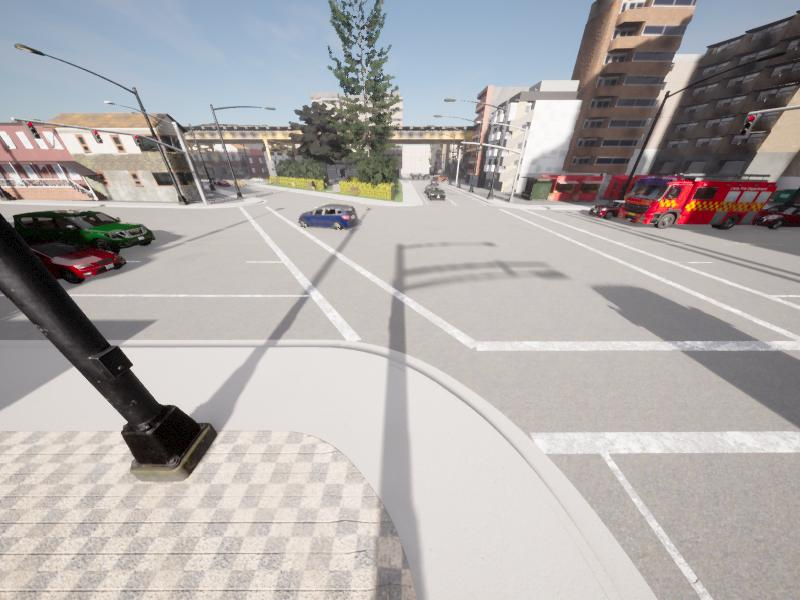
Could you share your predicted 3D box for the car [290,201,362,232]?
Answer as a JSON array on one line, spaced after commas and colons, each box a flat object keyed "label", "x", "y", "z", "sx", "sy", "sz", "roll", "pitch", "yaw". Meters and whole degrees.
[{"label": "car", "x": -5.624, "y": -6.533, "z": 17.943, "sx": 4.611, "sy": 1.667, "sz": 2.242, "roll": 9, "pitch": 31, "yaw": 14}]

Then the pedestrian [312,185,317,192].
[{"label": "pedestrian", "x": -15.435, "y": -20.008, "z": 41.519, "sx": 0.500, "sy": 1.100, "sz": 0.500, "roll": -24, "pitch": 37, "yaw": -35}]

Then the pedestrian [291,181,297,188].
[{"label": "pedestrian", "x": -22.618, "y": -24.580, "z": 49.241, "sx": 0.751, "sy": 1.300, "sz": 0.751, "roll": -21, "pitch": 36, "yaw": -32}]

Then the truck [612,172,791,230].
[{"label": "truck", "x": 23.136, "y": -7.864, "z": 18.354, "sx": 8.468, "sy": 3.827, "sz": 2.891, "roll": 0, "pitch": 30, "yaw": -1}]

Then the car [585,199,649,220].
[{"label": "car", "x": 20.444, "y": -8.612, "z": 21.937, "sx": 3.806, "sy": 1.475, "sz": 1.970, "roll": 0, "pitch": 30, "yaw": 0}]

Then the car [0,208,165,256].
[{"label": "car", "x": -17.093, "y": -3.729, "z": 12.607, "sx": 5.566, "sy": 2.045, "sz": 2.150, "roll": 0, "pitch": 30, "yaw": 0}]

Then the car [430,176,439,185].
[{"label": "car", "x": 8.991, "y": -31.101, "z": 60.290, "sx": 1.905, "sy": 1.878, "sz": 3.866, "roll": 0, "pitch": 30, "yaw": 0}]

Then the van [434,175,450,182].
[{"label": "van", "x": 12.802, "y": -37.387, "z": 71.079, "sx": 4.442, "sy": 1.987, "sz": 1.775, "roll": -12, "pitch": 32, "yaw": -20}]

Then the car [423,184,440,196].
[{"label": "car", "x": 5.369, "y": -19.041, "z": 39.809, "sx": 2.163, "sy": 1.488, "sz": 4.792, "roll": 0, "pitch": 30, "yaw": 0}]

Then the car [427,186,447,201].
[{"label": "car", "x": 5.324, "y": -15.635, "z": 33.769, "sx": 2.152, "sy": 1.651, "sz": 5.027, "roll": 0, "pitch": 30, "yaw": 1}]

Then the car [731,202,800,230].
[{"label": "car", "x": 31.272, "y": -6.902, "z": 18.910, "sx": 4.553, "sy": 1.767, "sz": 2.097, "roll": 1, "pitch": 30, "yaw": -1}]

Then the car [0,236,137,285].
[{"label": "car", "x": -14.448, "y": -1.704, "z": 9.698, "sx": 4.193, "sy": 1.474, "sz": 1.816, "roll": 0, "pitch": 30, "yaw": 0}]

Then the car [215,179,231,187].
[{"label": "car", "x": -42.533, "y": -28.095, "z": 55.497, "sx": 1.970, "sy": 1.475, "sz": 3.806, "roll": -26, "pitch": 39, "yaw": -38}]

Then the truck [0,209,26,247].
[{"label": "truck", "x": -27.438, "y": -4.591, "z": 12.104, "sx": 8.468, "sy": 3.827, "sz": 2.891, "roll": 1, "pitch": 30, "yaw": -1}]
